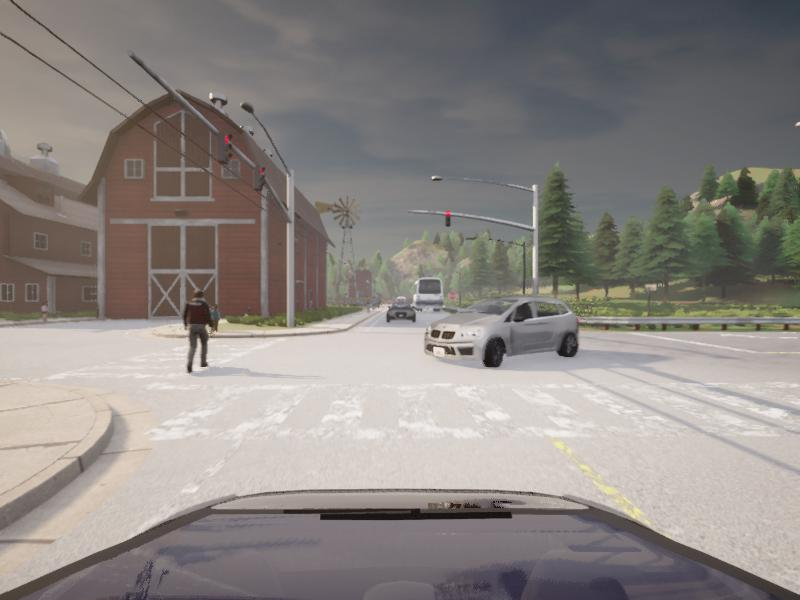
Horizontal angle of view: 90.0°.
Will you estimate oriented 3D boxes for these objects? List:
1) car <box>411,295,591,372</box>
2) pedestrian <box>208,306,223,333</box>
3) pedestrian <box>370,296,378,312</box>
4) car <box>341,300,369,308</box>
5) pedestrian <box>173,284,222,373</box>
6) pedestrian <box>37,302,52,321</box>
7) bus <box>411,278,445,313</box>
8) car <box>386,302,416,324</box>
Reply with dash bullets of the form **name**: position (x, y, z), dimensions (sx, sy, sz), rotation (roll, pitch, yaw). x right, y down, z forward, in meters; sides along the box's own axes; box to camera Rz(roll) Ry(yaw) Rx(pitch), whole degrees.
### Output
- **car**: position (2.819, 0.730, 10.834), dimensions (4.611, 1.667, 2.242), rotation (0, 0, -35)
- **pedestrian**: position (-7.832, 0.819, 16.957), dimensions (0.500, 1.100, 0.500), rotation (0, 0, -33)
- **pedestrian**: position (-3.017, 0.431, 47.104), dimensions (0.751, 1.860, 0.751), rotation (0, 0, 11)
- **car**: position (-8.128, 0.768, 72.558), dimensions (4.792, 1.488, 2.163), rotation (0, 0, -1)
- **pedestrian**: position (-4.425, 0.603, 8.786), dimensions (0.751, 1.860, 0.751), rotation (0, 0, -8)
- **pedestrian**: position (-21.270, 0.693, 23.936), dimensions (0.500, 1.100, 0.500), rotation (0, 0, 12)
- **bus**: position (3.554, -0.596, 53.863), dimensions (3.944, 4.253, 10.273), rotation (0, 0, 0)
- **car**: position (0.085, 0.874, 28.679), dimensions (1.994, 1.385, 4.181), rotation (0, 0, 0)
